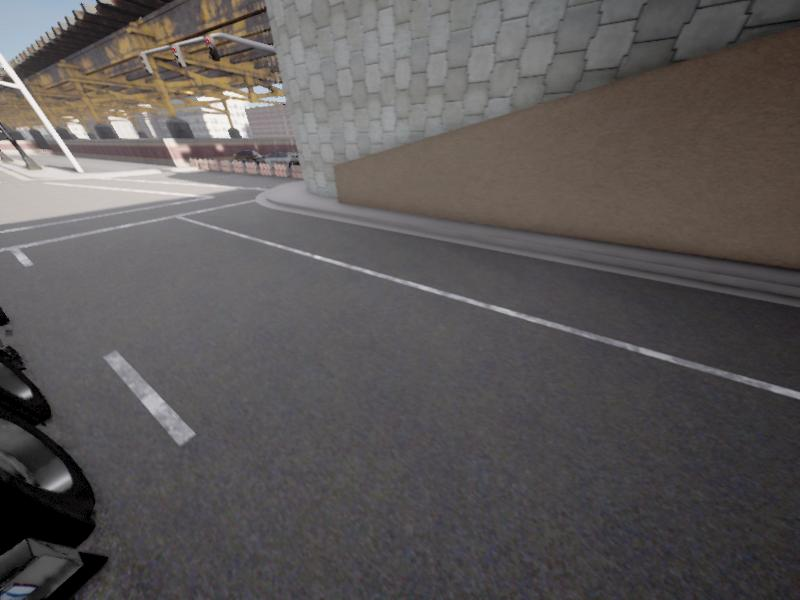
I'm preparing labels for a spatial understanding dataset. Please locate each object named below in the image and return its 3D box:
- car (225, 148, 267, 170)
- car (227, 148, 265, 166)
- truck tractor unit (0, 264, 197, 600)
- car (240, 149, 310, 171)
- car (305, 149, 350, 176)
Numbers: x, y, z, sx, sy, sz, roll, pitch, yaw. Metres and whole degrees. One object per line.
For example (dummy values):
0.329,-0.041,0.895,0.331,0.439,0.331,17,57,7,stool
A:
-15.031,-14.044,22.929,2.038,1.542,4.974,-9,36,-12,car
-15.046,-14.202,22.880,1.853,1.218,4.536,-9,36,-12,car
-5.113,-0.298,0.785,6.516,4.208,3.053,18,39,24,truck tractor unit
-11.098,-12.688,20.947,4.974,1.542,2.038,-3,35,-4,car
-6.112,-11.490,19.180,2.038,1.542,4.974,-18,39,-24,car
